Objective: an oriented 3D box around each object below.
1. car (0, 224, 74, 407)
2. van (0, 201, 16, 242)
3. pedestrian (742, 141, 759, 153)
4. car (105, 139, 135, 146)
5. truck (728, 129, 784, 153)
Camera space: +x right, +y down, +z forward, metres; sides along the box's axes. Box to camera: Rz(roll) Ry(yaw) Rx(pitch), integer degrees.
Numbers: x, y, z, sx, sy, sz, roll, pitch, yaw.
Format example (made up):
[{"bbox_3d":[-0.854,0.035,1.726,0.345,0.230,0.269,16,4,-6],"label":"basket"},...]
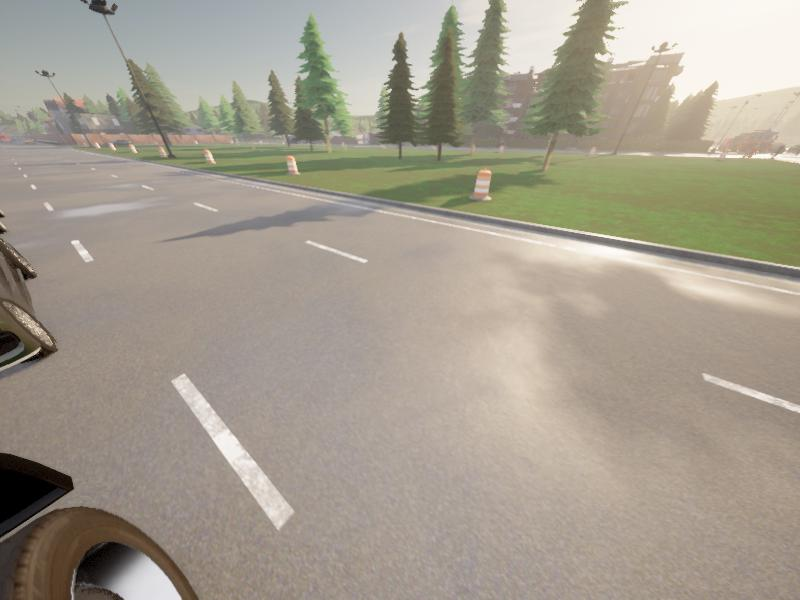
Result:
[{"bbox_3d":[-6.485,-0.152,2.683,5.027,1.651,2.152,22,41,28],"label":"car"},{"bbox_3d":[-12.524,-2.758,6.012,4.442,1.987,1.775,22,41,28],"label":"van"},{"bbox_3d":[63.151,-27.581,41.612,0.751,1.860,0.751,19,39,25],"label":"pedestrian"},{"bbox_3d":[-75.110,-42.211,62.008,2.007,1.525,4.514,12,37,17],"label":"car"},{"bbox_3d":[74.121,-33.319,48.469,2.891,3.827,8.468,22,40,28],"label":"truck"}]
